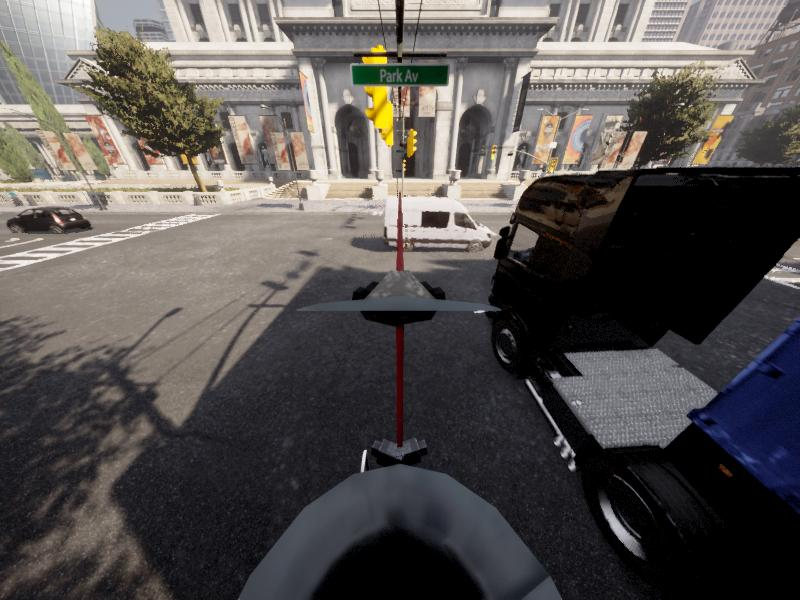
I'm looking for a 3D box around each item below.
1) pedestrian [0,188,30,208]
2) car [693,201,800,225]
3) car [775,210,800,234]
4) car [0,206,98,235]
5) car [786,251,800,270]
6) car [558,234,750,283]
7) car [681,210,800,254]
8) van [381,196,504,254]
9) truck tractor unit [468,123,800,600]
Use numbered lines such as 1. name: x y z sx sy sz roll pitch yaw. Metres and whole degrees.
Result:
1. pedestrian: -41.371 -10.992 24.831 0.751 1.860 0.751 2 30 3
2. car: 27.895 -7.060 18.722 4.902 1.511 2.128 0 30 0
3. car: 29.592 -5.249 15.728 4.181 1.385 1.994 0 30 0
4. car: -24.453 -5.530 15.977 3.988 1.617 1.851 0 30 0
5. car: 19.950 -1.767 9.591 4.193 1.474 1.816 -1 30 -2
6. car: 10.211 -1.817 9.758 5.357 1.411 2.033 0 30 0
7. car: 18.857 -3.755 12.614 3.866 1.878 1.905 1 30 0
8. van: 2.019 -4.094 12.548 5.915 2.561 1.988 1 30 0
9. truck tractor unit: 3.672 0.589 2.774 3.053 4.208 6.516 -2 30 -3
